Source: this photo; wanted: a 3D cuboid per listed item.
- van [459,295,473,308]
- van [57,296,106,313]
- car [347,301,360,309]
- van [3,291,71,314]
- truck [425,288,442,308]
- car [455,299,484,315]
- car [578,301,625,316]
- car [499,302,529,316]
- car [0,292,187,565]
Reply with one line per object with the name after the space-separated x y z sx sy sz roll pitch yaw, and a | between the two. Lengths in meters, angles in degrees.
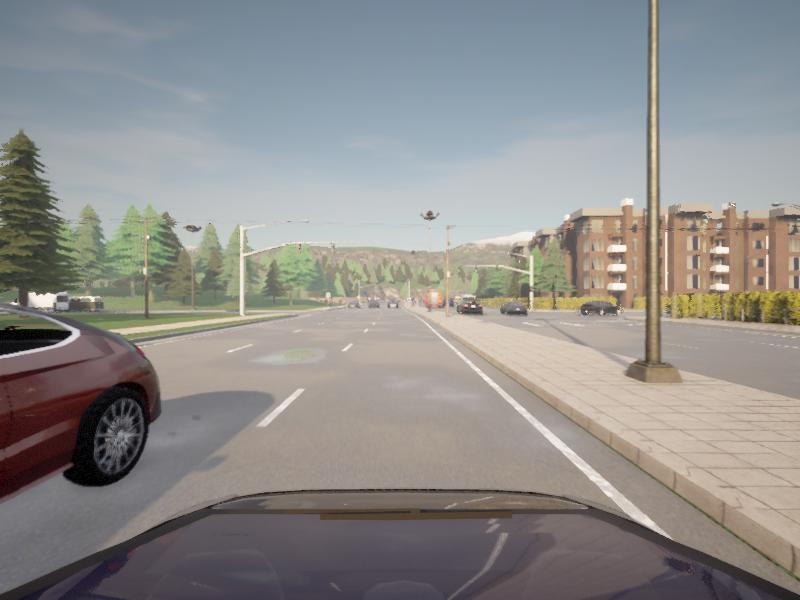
13.723 0.272 83.117 1.988 2.561 5.915 0 0 0 | van
-39.049 0.556 49.118 4.480 2.038 2.069 0 0 1 | van
-8.252 0.844 71.715 1.812 1.442 4.674 0 0 -1 | car
-41.356 0.307 45.646 5.915 2.561 1.988 0 0 1 | van
6.725 -0.352 81.555 2.891 3.827 8.468 0 0 0 | truck
7.640 0.741 44.169 2.242 1.667 4.611 0 0 -2 | car
20.219 0.830 40.044 4.892 1.490 1.837 0 -2 -30 | car
11.565 0.893 40.908 1.994 1.385 4.181 0 0 3 | car
-3.499 0.779 2.026 2.152 1.651 5.027 0 0 0 | car
